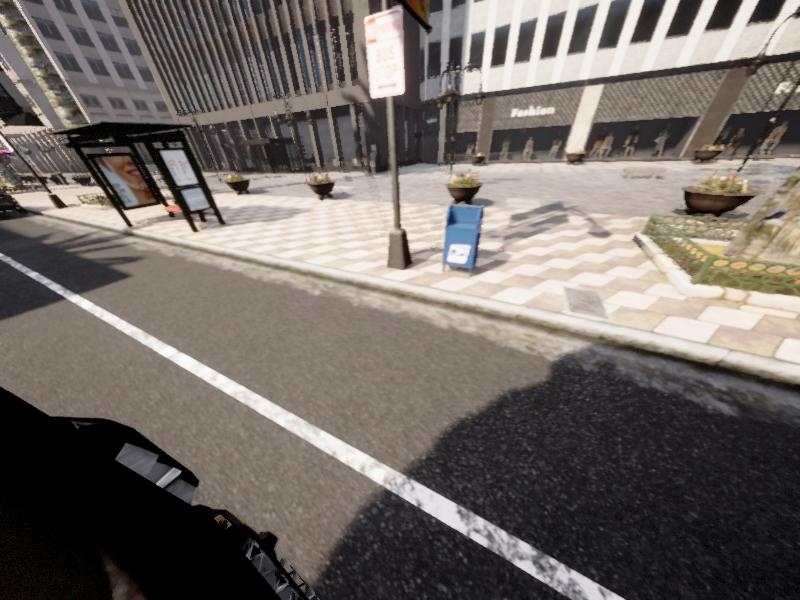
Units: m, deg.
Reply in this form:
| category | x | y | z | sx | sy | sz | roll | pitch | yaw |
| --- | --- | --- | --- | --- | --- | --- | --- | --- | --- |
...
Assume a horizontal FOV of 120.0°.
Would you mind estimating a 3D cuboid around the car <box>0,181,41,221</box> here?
| category | x | y | z | sx | sy | sz | roll | pitch | yaw |
| --- | --- | --- | --- | --- | --- | --- | --- | --- | --- |
| car | -21.318 | -5.001 | 11.643 | 4.892 | 1.521 | 2.231 | 13 | 37 | 23 |
